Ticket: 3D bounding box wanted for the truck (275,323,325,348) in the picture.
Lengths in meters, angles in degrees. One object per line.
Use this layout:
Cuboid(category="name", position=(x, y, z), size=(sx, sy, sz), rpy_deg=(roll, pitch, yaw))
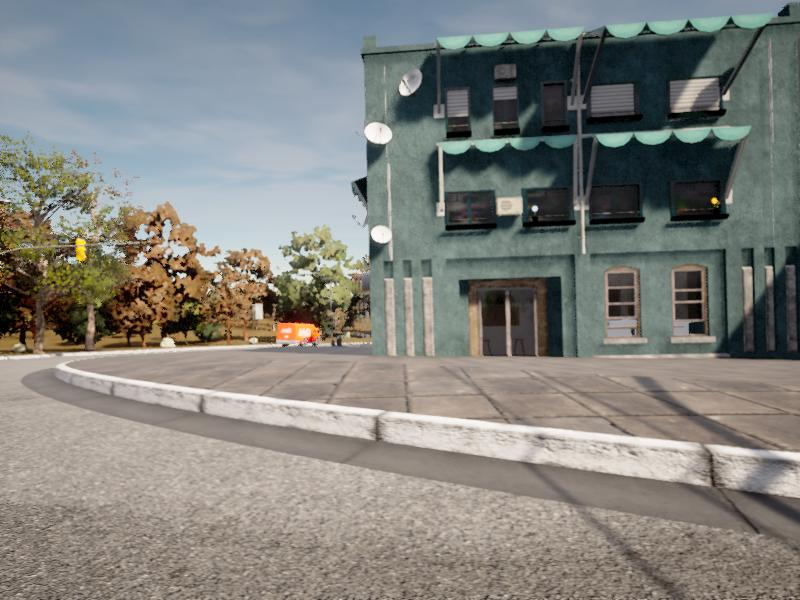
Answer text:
Cuboid(category="truck", position=(-10.526, 3.834, 42.683), size=(2.627, 2.467, 5.204), rpy_deg=(-2, -6, 21))
